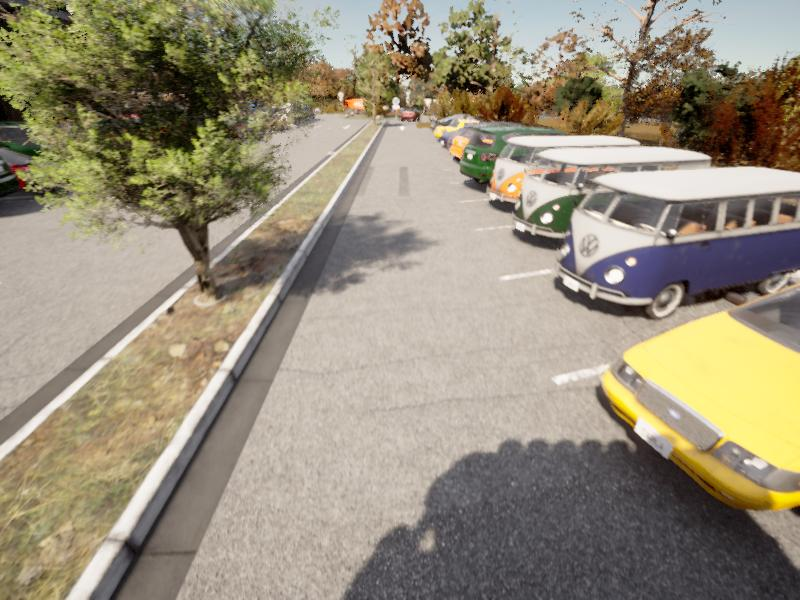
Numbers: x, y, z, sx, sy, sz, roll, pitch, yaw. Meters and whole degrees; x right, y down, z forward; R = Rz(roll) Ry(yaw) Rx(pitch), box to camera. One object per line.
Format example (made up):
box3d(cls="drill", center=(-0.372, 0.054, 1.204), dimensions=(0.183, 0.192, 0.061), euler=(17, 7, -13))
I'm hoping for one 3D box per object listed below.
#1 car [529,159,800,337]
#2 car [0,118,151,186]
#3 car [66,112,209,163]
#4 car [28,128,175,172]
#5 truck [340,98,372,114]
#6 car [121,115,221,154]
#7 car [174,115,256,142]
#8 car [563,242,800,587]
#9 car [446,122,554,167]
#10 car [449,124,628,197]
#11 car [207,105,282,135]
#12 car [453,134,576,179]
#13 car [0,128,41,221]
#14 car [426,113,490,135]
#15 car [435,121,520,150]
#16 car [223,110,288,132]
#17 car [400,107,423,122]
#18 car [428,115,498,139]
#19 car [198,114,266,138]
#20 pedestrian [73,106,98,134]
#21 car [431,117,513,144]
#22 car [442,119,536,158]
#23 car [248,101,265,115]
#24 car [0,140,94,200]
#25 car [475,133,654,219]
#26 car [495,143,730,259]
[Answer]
box3d(cls="car", center=(4.747, -1.077, 6.609), dimensions=(4.442, 1.987, 1.878), euler=(-8, 29, -18))
box3d(cls="car", center=(-13.270, -5.792, 15.451), dimensions=(5.566, 2.045, 2.435), euler=(-10, 28, -17))
box3d(cls="car", center=(-13.237, -8.542, 20.799), dimensions=(5.566, 2.045, 2.435), euler=(-10, 28, -17))
box3d(cls="car", center=(-13.251, -6.916, 18.251), dimensions=(4.792, 1.488, 2.163), euler=(-10, 28, -17))
box3d(cls="truck", center=(-7.910, -34.934, 72.138), dimensions=(5.204, 2.467, 2.627), euler=(6, 26, 7))
box3d(cls="car", center=(-13.208, -9.801, 23.522), dimensions=(4.553, 1.767, 2.185), euler=(-10, 29, -17))
box3d(cls="car", center=(-13.193, -12.441, 28.931), dimensions=(5.008, 1.535, 2.097), euler=(-10, 28, -17))
box3d(cls="car", center=(4.663, 0.492, 4.045), dimensions=(5.366, 1.575, 1.946), euler=(-8, 29, -18))
box3d(cls="car", center=(4.884, -7.812, 19.924), dimensions=(4.553, 1.767, 2.185), euler=(-8, 28, -18))
box3d(cls="car", center=(4.917, -5.208, 14.589), dimensions=(5.566, 2.045, 2.435), euler=(-8, 28, -18))
box3d(cls="car", center=(-13.161, -15.430, 34.170), dimensions=(5.566, 2.045, 2.435), euler=(-10, 29, -17))
box3d(cls="car", center=(4.901, -6.304, 17.357), dimensions=(4.674, 1.452, 2.002), euler=(-8, 29, -18))
box3d(cls="car", center=(-13.348, -3.029, 10.079), dimensions=(5.566, 2.045, 2.435), euler=(-10, 29, -17))
box3d(cls="car", center=(5.009, -15.272, 34.701), dimensions=(4.892, 1.521, 2.231), euler=(-8, 29, -18))
box3d(cls="car", center=(4.921, -10.583, 25.650), dimensions=(4.792, 1.488, 2.163), euler=(-8, 29, -18))
box3d(cls="car", center=(-13.284, -16.582, 36.924), dimensions=(5.366, 1.575, 1.946), euler=(-10, 29, -17))
box3d(cls="car", center=(1.479, -23.192, 49.939), dimensions=(1.851, 1.617, 3.988), euler=(8, 26, 13))
box3d(cls="car", center=(4.978, -13.719, 31.684), dimensions=(4.892, 1.521, 2.231), euler=(-8, 28, -18))
box3d(cls="car", center=(-13.163, -13.792, 31.639), dimensions=(4.674, 1.452, 2.002), euler=(-10, 28, -17))
box3d(cls="pedestrian", center=(-23.105, -13.255, 29.429), dimensions=(0.751, 1.860, 0.751), euler=(-1, 26, -3))
box3d(cls="car", center=(5.138, -12.198, 28.726), dimensions=(5.366, 1.575, 1.946), euler=(-8, 28, -18))
box3d(cls="car", center=(4.961, -9.179, 22.583), dimensions=(4.553, 1.767, 2.185), euler=(-8, 29, -18))
box3d(cls="car", center=(-24.002, -32.073, 66.804), dimensions=(2.435, 2.045, 5.566), euler=(-8, 26, -17))
box3d(cls="car", center=(-13.280, -4.167, 12.905), dimensions=(4.792, 1.488, 2.163), euler=(-10, 28, -17))
box3d(cls="car", center=(4.768, -3.801, 11.905), dimensions=(4.442, 1.987, 1.878), euler=(-8, 29, -18))
box3d(cls="car", center=(4.757, -2.439, 9.258), dimensions=(4.442, 1.987, 1.878), euler=(-8, 29, -18))
